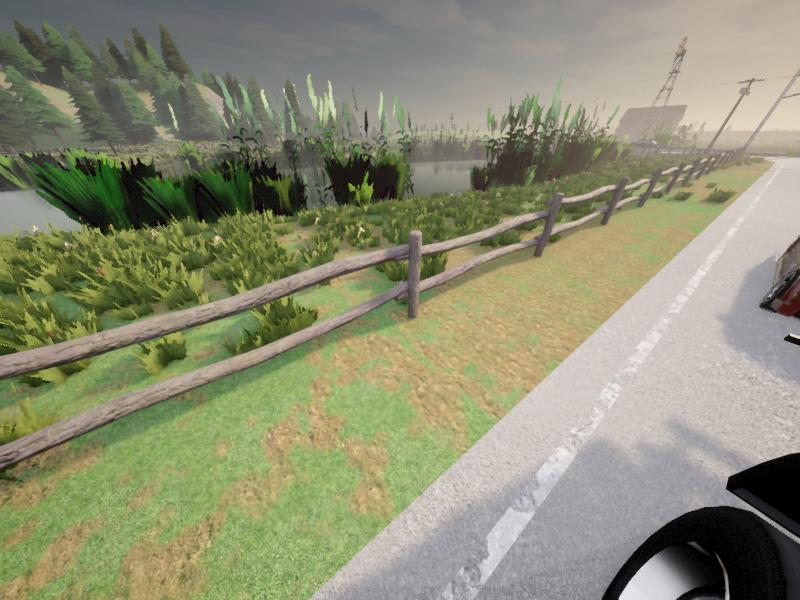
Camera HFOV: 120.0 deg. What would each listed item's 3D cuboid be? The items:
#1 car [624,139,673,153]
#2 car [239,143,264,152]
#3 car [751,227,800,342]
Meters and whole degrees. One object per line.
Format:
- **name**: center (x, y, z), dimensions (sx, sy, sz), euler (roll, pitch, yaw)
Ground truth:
- **car**: center (37.476, -23.368, 34.957), dimensions (1.812, 1.442, 4.674), euler (-20, 42, -26)
- **car**: center (-29.921, -30.840, 46.683), dimensions (3.806, 1.475, 1.970), euler (-23, 41, -28)
- **car**: center (7.401, -0.420, 3.271), dimensions (4.181, 1.385, 1.994), euler (-22, 41, -28)
